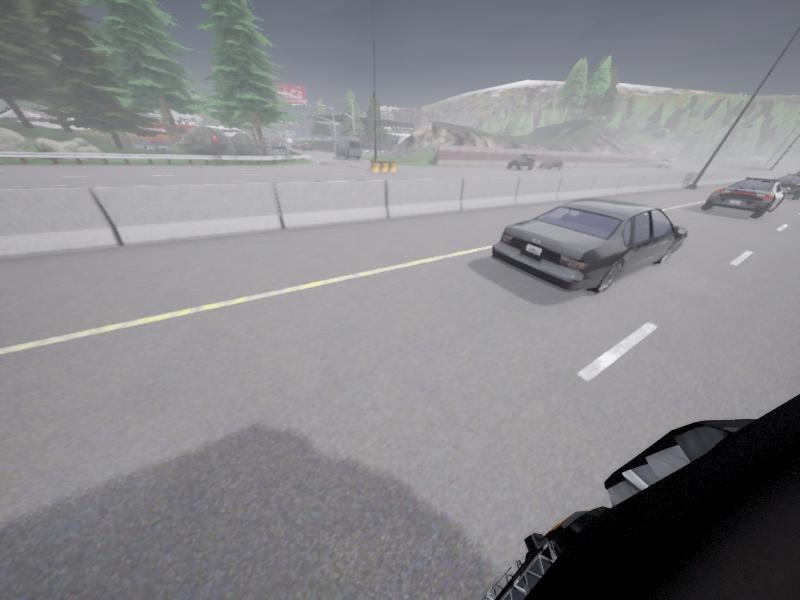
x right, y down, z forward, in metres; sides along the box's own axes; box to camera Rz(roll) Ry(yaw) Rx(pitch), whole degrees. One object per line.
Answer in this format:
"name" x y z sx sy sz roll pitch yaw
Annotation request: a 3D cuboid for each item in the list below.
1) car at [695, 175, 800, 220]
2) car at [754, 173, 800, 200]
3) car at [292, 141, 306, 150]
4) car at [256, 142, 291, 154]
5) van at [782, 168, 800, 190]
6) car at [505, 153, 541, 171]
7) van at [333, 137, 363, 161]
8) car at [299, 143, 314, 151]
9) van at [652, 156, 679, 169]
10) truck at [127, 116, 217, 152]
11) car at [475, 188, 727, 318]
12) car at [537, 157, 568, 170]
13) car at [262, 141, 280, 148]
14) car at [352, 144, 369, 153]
"car" 17.855 -5.349 11.784 4.974 1.542 2.038 -16 38 -26
"car" 30.751 -9.046 18.222 4.974 1.542 2.038 -16 38 -26
"car" -25.395 -38.728 57.966 2.242 1.667 4.611 -16 38 -26
"car" -22.381 -27.035 41.014 5.008 1.535 1.882 -23 41 -29
"van" 43.479 -13.101 24.282 5.915 2.561 1.988 -16 38 -26
"car" 16.558 -18.627 31.130 3.866 1.878 1.905 -16 38 -26
"van" -7.263 -21.113 32.166 1.988 2.561 5.915 -16 38 -26
"car" -20.919 -34.231 51.643 2.163 1.488 4.792 -14 37 -23
"van" 63.421 -32.811 55.156 6.366 2.431 2.351 -20 40 -30
"truck" -33.300 -24.532 34.554 8.468 3.827 2.891 -16 38 -25
"car" 4.521 -1.468 5.166 5.357 1.411 2.033 -16 38 -26
"car" 22.562 -20.209 34.225 3.705 1.549 1.789 -16 38 -26
"car" -38.229 -46.147 68.491 4.514 1.525 2.007 -16 38 -26
"car" -10.286 -39.610 60.420 3.866 1.878 1.905 -16 38 -26
